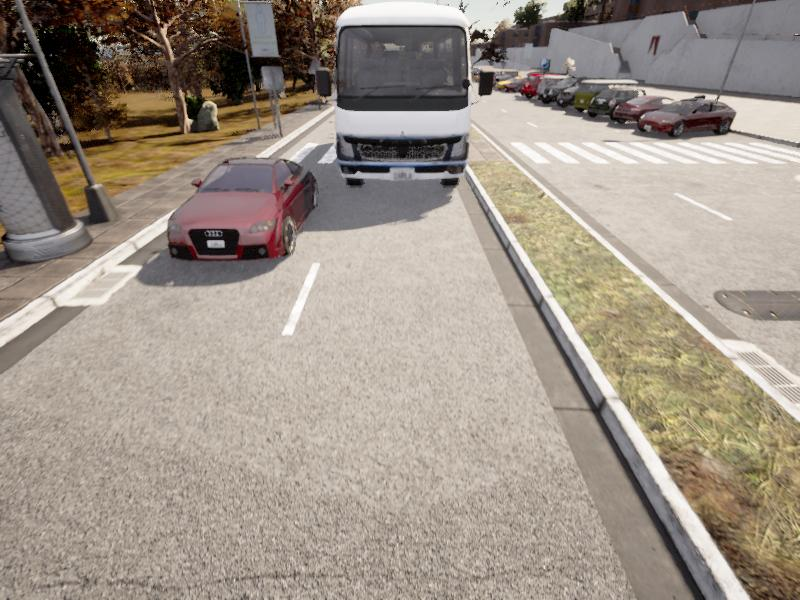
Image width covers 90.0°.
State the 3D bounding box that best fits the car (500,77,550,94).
[{"bbox_3d":[14.006,-24.158,44.964,4.792,1.488,2.163,-10,33,-17],"label":"car"}]

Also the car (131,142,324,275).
[{"bbox_3d":[-2.943,-2.069,8.025,1.994,1.385,4.181,0,31,0],"label":"car"}]

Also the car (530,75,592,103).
[{"bbox_3d":[13.891,-18.228,34.562,4.442,1.987,1.878,-10,33,-17],"label":"car"}]

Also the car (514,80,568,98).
[{"bbox_3d":[14.011,-21.083,39.862,4.674,1.452,2.002,-10,32,-17],"label":"car"}]

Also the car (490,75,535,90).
[{"bbox_3d":[14.079,-27.259,50.096,4.792,1.488,2.163,-10,33,-17],"label":"car"}]

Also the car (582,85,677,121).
[{"bbox_3d":[13.931,-12.052,24.394,4.553,1.767,2.185,-10,32,-17],"label":"car"}]

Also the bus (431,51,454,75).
[{"bbox_3d":[8.998,-51.261,86.620,3.944,4.253,10.273,0,31,0],"label":"bus"}]

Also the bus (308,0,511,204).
[{"bbox_3d":[0.194,-6.815,13.172,3.944,4.253,10.273,0,31,0],"label":"bus"}]

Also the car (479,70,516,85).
[{"bbox_3d":[14.053,-32.047,57.639,4.553,1.767,2.185,-10,33,-17],"label":"car"}]

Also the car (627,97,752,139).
[{"bbox_3d":[13.915,-8.852,19.327,4.792,1.488,2.163,-10,33,-17],"label":"car"}]

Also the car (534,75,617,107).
[{"bbox_3d":[13.965,-16.737,32.012,5.566,2.045,2.435,-10,33,-17],"label":"car"}]

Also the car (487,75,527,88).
[{"bbox_3d":[14.056,-28.797,52.640,4.674,1.452,2.002,-10,33,-17],"label":"car"}]

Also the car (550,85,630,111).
[{"bbox_3d":[13.972,-15.001,29.591,4.892,1.521,2.231,-10,32,-17],"label":"car"}]

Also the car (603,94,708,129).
[{"bbox_3d":[13.945,-10.388,21.925,4.674,1.452,2.002,-10,32,-17],"label":"car"}]

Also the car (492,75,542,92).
[{"bbox_3d":[13.871,-25.701,47.452,5.366,1.575,1.946,-10,33,-17],"label":"car"}]

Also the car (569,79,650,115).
[{"bbox_3d":[14.080,-13.689,26.950,4.442,1.987,1.878,-10,32,-17],"label":"car"}]

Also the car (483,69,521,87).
[{"bbox_3d":[13.966,-30.551,55.005,4.442,1.987,1.878,-10,34,-17],"label":"car"}]

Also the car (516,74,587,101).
[{"bbox_3d":[14.035,-19.807,37.163,5.566,2.045,2.435,-10,32,-17],"label":"car"}]
